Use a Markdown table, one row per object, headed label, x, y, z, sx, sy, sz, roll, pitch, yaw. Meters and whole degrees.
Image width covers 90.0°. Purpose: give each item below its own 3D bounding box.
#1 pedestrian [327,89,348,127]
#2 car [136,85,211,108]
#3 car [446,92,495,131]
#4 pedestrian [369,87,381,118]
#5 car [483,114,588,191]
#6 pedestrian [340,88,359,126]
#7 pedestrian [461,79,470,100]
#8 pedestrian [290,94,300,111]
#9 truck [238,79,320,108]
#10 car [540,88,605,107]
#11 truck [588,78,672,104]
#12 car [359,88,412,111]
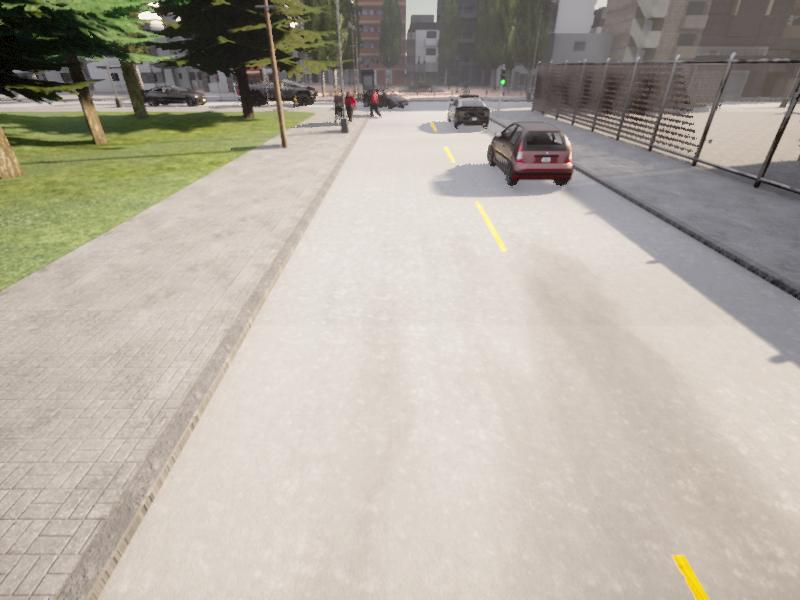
| label | x | y | z | sx | sy | sz | roll | pitch | yaw |
| --- | --- | --- | --- | --- | --- | --- | --- | --- | --- |
| pedestrian | -3.504 | -10.799 | 22.473 | 0.751 | 1.860 | 0.751 | 9 | 31 | 15 |
| car | -19.808 | -17.927 | 35.188 | 5.027 | 1.651 | 2.152 | 0 | 30 | 0 |
| car | 4.020 | -11.308 | 23.820 | 1.930 | 1.638 | 5.238 | 0 | 30 | 0 |
| pedestrian | -1.690 | -13.284 | 26.943 | 0.751 | 1.860 | 0.751 | -1 | 30 | -1 |
| car | 4.014 | -4.783 | 12.658 | 1.851 | 1.617 | 3.988 | 0 | 30 | 0 |
| pedestrian | -2.863 | -10.929 | 22.697 | 0.751 | 1.860 | 0.751 | 7 | 31 | 12 |
| pedestrian | 6.762 | -21.688 | 41.162 | 0.751 | 1.860 | 0.751 | 6 | 31 | 10 |
| pedestrian | -8.024 | -15.083 | 30.577 | 0.500 | 1.100 | 0.500 | 4 | 30 | 6 |
| truck | -10.464 | -18.134 | 35.077 | 6.274 | 2.098 | 2.390 | 0 | 30 | 0 |
| car | 15.127 | -17.865 | 35.271 | 4.674 | 1.442 | 1.812 | 0 | 30 | 0 |
| truck | 22.015 | -20.176 | 38.588 | 6.274 | 2.098 | 2.390 | 0 | 30 | 0 |
| car | -1.224 | -16.820 | 33.443 | 4.193 | 1.474 | 1.816 | 23 | 37 | 34 |
